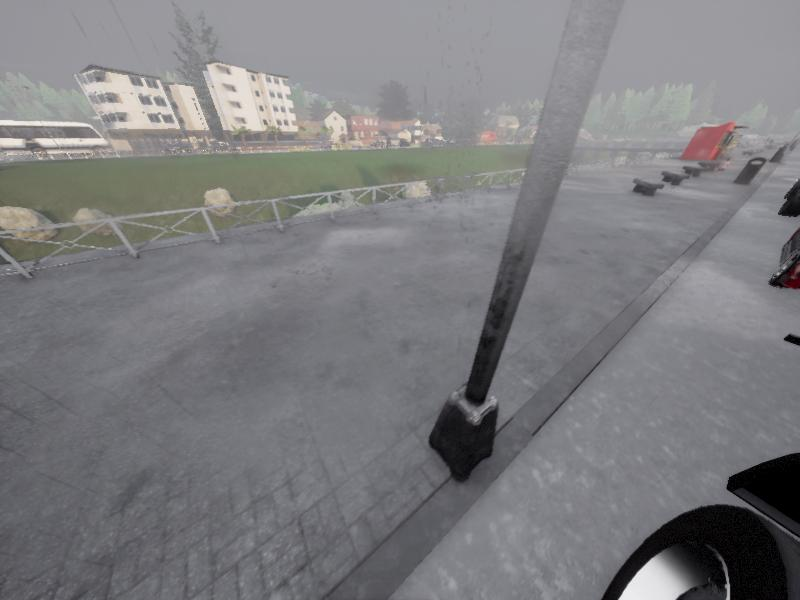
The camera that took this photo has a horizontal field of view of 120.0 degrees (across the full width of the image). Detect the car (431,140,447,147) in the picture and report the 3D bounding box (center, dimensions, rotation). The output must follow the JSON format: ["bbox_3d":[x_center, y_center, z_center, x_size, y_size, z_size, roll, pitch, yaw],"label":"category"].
[{"bbox_3d":[11.355,-45.423,66.940,4.193,1.474,1.816,-22,41,-28],"label":"car"}]

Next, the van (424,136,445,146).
[{"bbox_3d":[10.528,-48.288,70.184,6.366,2.431,2.351,-22,41,-28],"label":"van"}]

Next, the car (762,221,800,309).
[{"bbox_3d":[8.418,-0.820,3.813,4.181,1.385,1.994,-22,41,-28],"label":"car"}]

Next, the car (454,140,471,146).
[{"bbox_3d":[19.302,-48.644,71.448,4.792,1.488,2.163,-22,41,-28],"label":"car"}]

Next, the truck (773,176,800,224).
[{"bbox_3d":[15.364,-3.942,7.545,6.274,2.098,2.390,-22,41,-28],"label":"truck"}]

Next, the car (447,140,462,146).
[{"bbox_3d":[17.627,-50.705,74.533,4.718,1.301,1.895,-22,41,-28],"label":"car"}]

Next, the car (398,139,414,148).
[{"bbox_3d":[1.571,-41.608,61.278,3.866,1.878,1.905,-22,41,-28],"label":"car"}]

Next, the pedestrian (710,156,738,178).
[{"bbox_3d":[19.533,-8.033,13.959,0.500,1.100,0.500,-29,44,-34],"label":"pedestrian"}]

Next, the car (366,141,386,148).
[{"bbox_3d":[-6.398,-41.035,60.850,4.892,1.490,1.837,-22,41,-28],"label":"car"}]

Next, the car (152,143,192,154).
[{"bbox_3d":[-40.609,-27.062,41.329,4.892,1.490,1.837,-21,40,-27],"label":"car"}]

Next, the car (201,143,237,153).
[{"bbox_3d":[-34.927,-29.410,44.699,5.357,1.411,2.033,-22,41,-28],"label":"car"}]

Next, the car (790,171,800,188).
[{"bbox_3d":[22.984,-6.795,12.040,4.902,1.511,2.128,-22,41,-28],"label":"car"}]

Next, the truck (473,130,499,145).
[{"bbox_3d":[28.267,-53.244,75.853,8.468,3.827,2.891,-22,41,-28],"label":"truck"}]

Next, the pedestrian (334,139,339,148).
[{"bbox_3d":[-16.413,-40.593,59.774,0.751,1.860,0.751,-14,37,-18],"label":"pedestrian"}]

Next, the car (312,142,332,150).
[{"bbox_3d":[-18.348,-36.139,54.104,3.806,1.475,1.970,-22,41,-28],"label":"car"}]

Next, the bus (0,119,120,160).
[{"bbox_3d":[-48.984,-22.926,33.148,10.273,4.253,3.944,-30,43,-35],"label":"bus"}]
